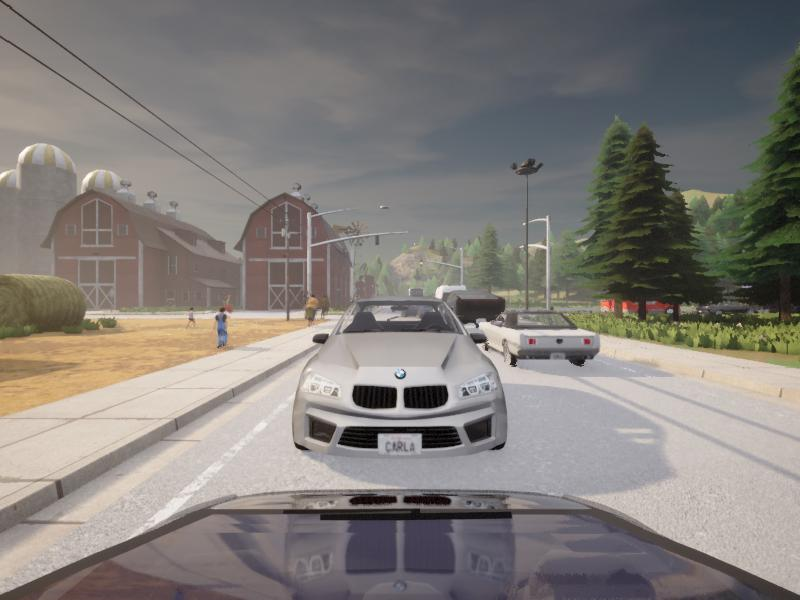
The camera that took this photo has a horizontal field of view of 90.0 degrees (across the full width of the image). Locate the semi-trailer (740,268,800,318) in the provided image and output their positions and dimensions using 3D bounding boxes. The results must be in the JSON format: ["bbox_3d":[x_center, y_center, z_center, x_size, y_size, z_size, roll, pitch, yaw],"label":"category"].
[{"bbox_3d":[39.550,-0.617,36.831,14.254,4.402,2.717,0,0,0],"label":"semi-trailer"}]

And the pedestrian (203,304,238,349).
[{"bbox_3d":[-5.338,0.766,11.927,0.751,1.300,0.751,0,0,-7],"label":"pedestrian"}]

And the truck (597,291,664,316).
[{"bbox_3d":[23.028,0.359,40.184,5.204,2.467,2.627,0,0,-1],"label":"truck"}]

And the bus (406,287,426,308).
[{"bbox_3d":[3.322,-0.467,87.181,3.944,4.253,10.273,0,0,0],"label":"bus"}]

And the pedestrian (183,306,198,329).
[{"bbox_3d":[-10.430,0.856,19.918,0.500,1.100,0.500,0,0,24],"label":"pedestrian"}]

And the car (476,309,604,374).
[{"bbox_3d":[3.492,0.953,11.071,1.895,1.301,4.718,0,0,0],"label":"car"}]

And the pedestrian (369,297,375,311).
[{"bbox_3d":[-3.765,0.526,53.519,0.751,1.860,0.751,0,0,-12],"label":"pedestrian"}]

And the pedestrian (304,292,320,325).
[{"bbox_3d":[-5.073,0.499,23.027,0.751,1.860,0.751,0,0,3],"label":"pedestrian"}]

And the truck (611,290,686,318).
[{"bbox_3d":[22.660,0.355,36.680,5.204,2.467,2.627,0,0,-1],"label":"truck"}]

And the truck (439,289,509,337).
[{"bbox_3d":[3.484,0.558,20.312,2.390,2.098,6.274,0,0,0],"label":"truck"}]

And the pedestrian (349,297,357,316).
[{"bbox_3d":[-4.735,0.642,40.660,0.751,1.860,0.751,0,0,-2],"label":"pedestrian"}]

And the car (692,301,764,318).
[{"bbox_3d":[30.111,0.847,36.879,4.902,1.511,2.128,0,0,0],"label":"car"}]

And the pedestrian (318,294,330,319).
[{"bbox_3d":[-5.649,0.492,29.644,0.751,1.860,0.751,0,0,1],"label":"pedestrian"}]

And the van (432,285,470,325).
[{"bbox_3d":[3.484,0.344,28.385,1.988,2.561,5.915,0,0,0],"label":"van"}]

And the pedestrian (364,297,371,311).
[{"bbox_3d":[-4.405,0.527,53.864,0.751,1.860,0.751,0,0,6],"label":"pedestrian"}]

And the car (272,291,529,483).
[{"bbox_3d":[-0.008,0.761,5.796,2.242,1.667,4.611,0,0,0],"label":"car"}]

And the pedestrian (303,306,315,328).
[{"bbox_3d":[-4.711,0.881,20.802,0.500,1.100,0.500,0,0,3],"label":"pedestrian"}]

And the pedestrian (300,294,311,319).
[{"bbox_3d":[-7.283,0.486,30.732,0.751,1.860,0.751,0,0,-20],"label":"pedestrian"}]
